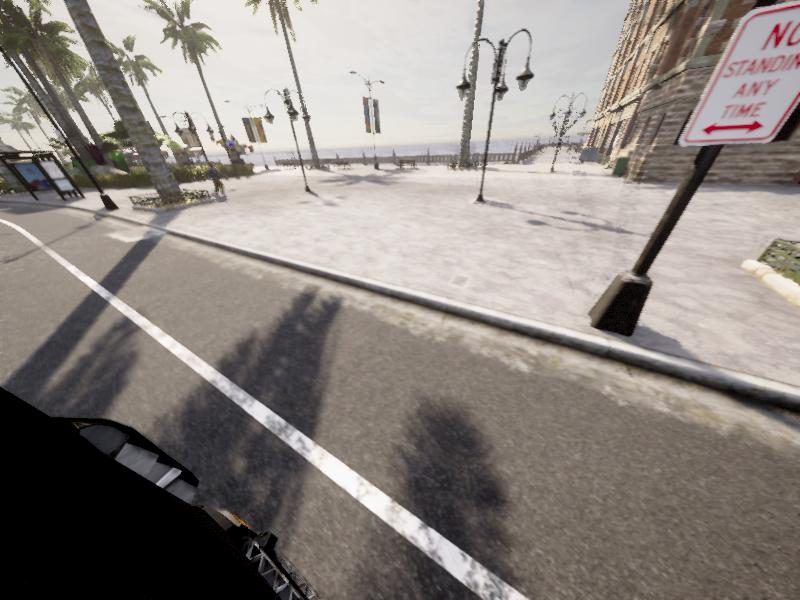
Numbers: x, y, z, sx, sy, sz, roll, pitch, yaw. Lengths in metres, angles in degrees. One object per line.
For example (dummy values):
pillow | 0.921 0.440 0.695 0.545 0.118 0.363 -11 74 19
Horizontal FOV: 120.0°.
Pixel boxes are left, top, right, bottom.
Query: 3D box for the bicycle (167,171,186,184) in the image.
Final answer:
bicycle | -21.230 -11.650 21.965 1.643 1.024 0.373 15 38 25

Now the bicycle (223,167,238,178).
bicycle | -18.766 -14.155 25.563 1.643 1.024 0.373 15 38 25

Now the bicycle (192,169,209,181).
bicycle | -20.244 -12.653 23.404 1.643 1.024 0.373 15 38 25

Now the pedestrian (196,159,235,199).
pedestrian | -10.117 -6.628 12.728 0.751 1.860 0.751 12 36 21
